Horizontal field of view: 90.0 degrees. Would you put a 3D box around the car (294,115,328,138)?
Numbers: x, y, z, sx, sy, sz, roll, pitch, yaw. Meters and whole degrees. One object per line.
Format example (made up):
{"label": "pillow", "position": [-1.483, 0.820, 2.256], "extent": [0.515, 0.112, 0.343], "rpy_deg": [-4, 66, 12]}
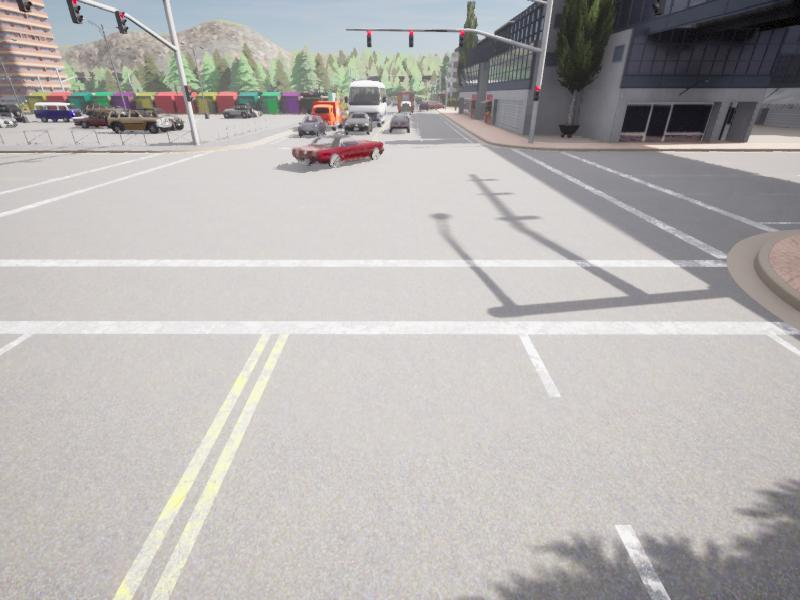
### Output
{"label": "car", "position": [-7.087, -14.014, 32.225], "extent": [1.845, 1.501, 3.633], "rpy_deg": [0, 27, 1]}

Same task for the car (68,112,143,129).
{"label": "car", "position": [-27.794, -17.031, 37.894], "extent": [5.357, 1.415, 2.033], "rpy_deg": [0, 27, 0]}

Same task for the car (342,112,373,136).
{"label": "car", "position": [-3.562, -15.364, 34.751], "extent": [2.152, 1.651, 5.027], "rpy_deg": [0, 27, 0]}

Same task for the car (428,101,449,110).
{"label": "car", "position": [8.730, -44.299, 91.175], "extent": [4.611, 1.667, 2.242], "rpy_deg": [-1, 27, -1]}

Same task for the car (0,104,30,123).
{"label": "car", "position": [-45.217, -21.210, 45.521], "extent": [3.866, 1.878, 1.905], "rpy_deg": [0, 27, 0]}

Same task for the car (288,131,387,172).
{"label": "car", "position": [-2.867, -7.357, 19.519], "extent": [1.895, 1.301, 4.718], "rpy_deg": [19, 33, 32]}

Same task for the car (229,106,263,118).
{"label": "car", "position": [-21.342, -26.068, 55.502], "extent": [3.806, 1.475, 1.970], "rpy_deg": [0, 27, 0]}

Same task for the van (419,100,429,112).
{"label": "van", "position": [4.808, -38.663, 79.708], "extent": [1.775, 1.987, 4.442], "rpy_deg": [1, 27, 1]}

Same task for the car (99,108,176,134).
{"label": "car", "position": [-21.418, -14.672, 32.786], "extent": [4.605, 1.855, 1.932], "rpy_deg": [0, 27, 0]}

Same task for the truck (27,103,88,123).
{"label": "truck", "position": [-38.837, -21.295, 45.474], "extent": [4.478, 2.038, 2.069], "rpy_deg": [0, 27, 0]}

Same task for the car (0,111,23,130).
{"label": "car", "position": [-38.820, -17.030, 37.906], "extent": [3.806, 1.475, 1.970], "rpy_deg": [0, 27, 0]}

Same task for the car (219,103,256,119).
{"label": "car", "position": [-21.359, -24.958, 52.817], "extent": [3.866, 1.878, 1.905], "rpy_deg": [0, 27, 0]}

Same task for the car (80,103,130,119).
{"label": "car", "position": [-38.879, -24.966, 52.826], "extent": [4.605, 1.855, 1.932], "rpy_deg": [0, 27, 0]}

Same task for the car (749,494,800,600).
{"label": "car", "position": [3.500, 2.271, 0.697], "extent": [1.994, 1.385, 4.181], "rpy_deg": [0, 27, 0]}

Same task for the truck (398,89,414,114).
{"label": "truck", "position": [1.144, -36.683, 73.836], "extent": [2.891, 3.827, 8.468], "rpy_deg": [1, 27, 1]}

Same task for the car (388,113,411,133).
{"label": "car", "position": [0.018, -16.561, 37.330], "extent": [2.033, 1.411, 5.357], "rpy_deg": [1, 27, 1]}

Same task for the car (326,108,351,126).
{"label": "car", "position": [-6.775, -20.543, 44.881], "extent": [1.801, 1.575, 5.366], "rpy_deg": [1, 27, 1]}

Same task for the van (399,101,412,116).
{"label": "van", "position": [0.981, -31.596, 65.899], "extent": [2.069, 2.038, 4.480], "rpy_deg": [1, 27, 1]}

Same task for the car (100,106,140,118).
{"label": "car", "position": [-38.809, -26.102, 55.499], "extent": [3.905, 1.438, 1.784], "rpy_deg": [0, 27, 0]}

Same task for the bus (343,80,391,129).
{"label": "bus", "position": [-3.194, -21.031, 42.906], "extent": [3.944, 4.253, 10.273], "rpy_deg": [1, 27, 1]}

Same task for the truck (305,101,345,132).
{"label": "truck", "position": [-6.971, -17.537, 38.055], "extent": [2.627, 2.467, 5.204], "rpy_deg": [1, 27, 1]}

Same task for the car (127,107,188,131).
{"label": "car", "position": [-21.358, -15.992, 35.361], "extent": [3.866, 1.878, 1.905], "rpy_deg": [0, 27, 0]}

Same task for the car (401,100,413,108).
{"label": "car", "position": [1.775, -51.160, 104.412], "extent": [2.033, 1.649, 4.856], "rpy_deg": [6, 28, 12]}
